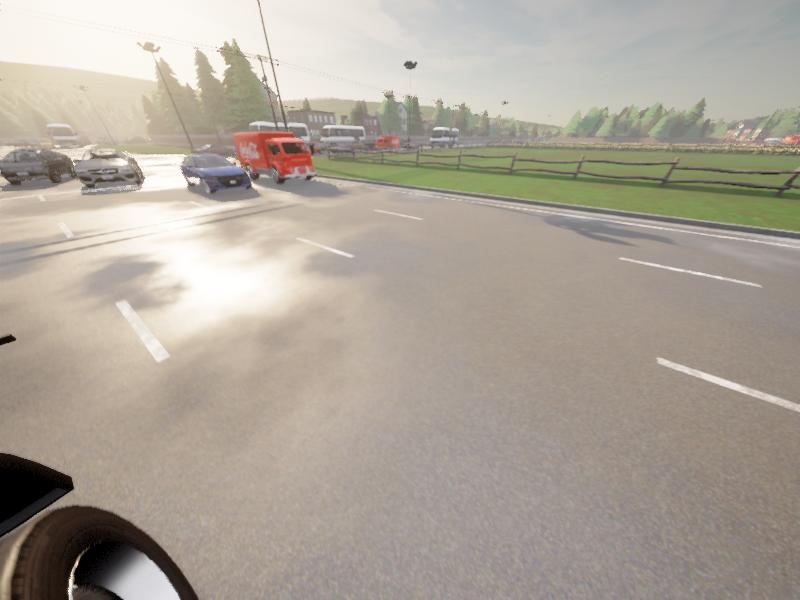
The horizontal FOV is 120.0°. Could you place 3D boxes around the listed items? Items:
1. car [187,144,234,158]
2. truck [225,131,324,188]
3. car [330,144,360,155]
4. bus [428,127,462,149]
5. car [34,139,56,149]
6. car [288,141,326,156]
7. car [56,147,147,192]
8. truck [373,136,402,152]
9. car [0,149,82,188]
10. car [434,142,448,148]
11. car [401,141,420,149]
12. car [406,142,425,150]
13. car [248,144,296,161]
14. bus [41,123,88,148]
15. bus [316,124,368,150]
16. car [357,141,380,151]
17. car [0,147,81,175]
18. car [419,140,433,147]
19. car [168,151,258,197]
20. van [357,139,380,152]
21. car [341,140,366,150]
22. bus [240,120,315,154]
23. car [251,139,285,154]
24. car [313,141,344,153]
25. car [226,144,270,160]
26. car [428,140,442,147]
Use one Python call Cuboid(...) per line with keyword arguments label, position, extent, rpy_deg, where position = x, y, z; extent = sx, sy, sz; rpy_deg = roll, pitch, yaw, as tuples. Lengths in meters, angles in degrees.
Cuboid(label="car", position=(-24.863, -19.718, 30.511), extent=(1.994, 1.385, 4.181), rpy_deg=(15, 38, 19))
Cuboid(label="truck", position=(-7.497, -8.603, 13.916), extent=(5.204, 2.467, 2.627), rpy_deg=(25, 42, 30))
Cuboid(label="car", position=(-8.472, -23.505, 36.011), extent=(1.994, 1.385, 4.181), rpy_deg=(22, 41, 28))
Cuboid(label="bus", position=(11.449, -41.148, 58.709), extent=(3.944, 4.253, 10.273), rpy_deg=(22, 40, 27))
Cuboid(label="car", position=(-73.320, -32.203, 47.706), extent=(5.366, 1.575, 1.801), rpy_deg=(23, 41, 28))
Cuboid(label="car", position=(-13.859, -22.695, 34.559), extent=(2.242, 1.667, 4.611), rpy_deg=(22, 40, 27))
Cuboid(label="car", position=(-16.438, -7.568, 13.113), extent=(2.152, 1.651, 5.027), rpy_deg=(-26, 43, -32))
Cuboid(label="truck", position=(-2.249, -29.132, 43.100), extent=(2.627, 2.467, 5.204), rpy_deg=(22, 40, 27))
Cuboid(label="car", position=(-20.830, -7.649, 13.259), extent=(1.789, 1.549, 3.705), rpy_deg=(-22, 40, -28))
Cuboid(label="car", position=(11.471, -43.647, 64.810), extent=(1.895, 1.301, 4.718), rpy_deg=(22, 41, 27))
Cuboid(label="car", position=(2.513, -36.278, 54.094), extent=(2.128, 1.511, 4.902), rpy_deg=(21, 41, 27))
Cuboid(label="car", position=(3.385, -33.385, 50.123), extent=(1.994, 1.385, 4.181), rpy_deg=(22, 40, 27))
Cuboid(label="car", position=(-15.028, -17.561, 27.388), extent=(2.007, 1.525, 4.514), rpy_deg=(16, 38, 21))
Cuboid(label="bus", position=(-75.024, -36.936, 52.050), extent=(10.273, 4.253, 3.944), rpy_deg=(29, 44, 35))
Cuboid(label="bus", position=(-12.378, -35.716, 50.809), extent=(3.944, 4.253, 10.273), rpy_deg=(29, 44, 35))
Cuboid(label="car", position=(-6.531, -32.280, 48.380), extent=(2.163, 1.488, 4.792), rpy_deg=(22, 41, 27))
Cuboid(label="car", position=(-27.814, -10.738, 17.679), extent=(1.812, 1.442, 4.674), rpy_deg=(-13, 37, -17))
Cuboid(label="car", position=(7.896, -47.739, 70.382), extent=(2.038, 1.542, 4.974), rpy_deg=(23, 41, 29))
Cuboid(label="car", position=(-9.718, -6.650, 11.936), extent=(5.008, 1.535, 1.882), rpy_deg=(26, 43, 31))
Cuboid(label="van", position=(-5.875, -29.476, 43.968), extent=(1.775, 1.987, 4.442), rpy_deg=(22, 40, 27))
Cuboid(label="car", position=(-9.863, -32.879, 49.042), extent=(2.242, 1.667, 4.611), rpy_deg=(28, 44, 34))
Cuboid(label="bus", position=(-20.851, -28.425, 40.392), extent=(3.944, 4.253, 10.273), rpy_deg=(22, 41, 28))
Cuboid(label="car", position=(-20.685, -24.183, 36.428), extent=(1.905, 1.878, 3.866), rpy_deg=(21, 40, 27))
Cuboid(label="car", position=(-12.608, -27.288, 41.084), extent=(2.242, 1.667, 4.611), rpy_deg=(22, 41, 28))
Cuboid(label="car", position=(-18.405, -18.107, 28.181), extent=(1.970, 1.475, 3.806), rpy_deg=(15, 38, 19))
Cuboid(label="car", position=(10.343, -46.369, 68.455), extent=(1.882, 1.535, 5.008), rpy_deg=(22, 40, 27))
